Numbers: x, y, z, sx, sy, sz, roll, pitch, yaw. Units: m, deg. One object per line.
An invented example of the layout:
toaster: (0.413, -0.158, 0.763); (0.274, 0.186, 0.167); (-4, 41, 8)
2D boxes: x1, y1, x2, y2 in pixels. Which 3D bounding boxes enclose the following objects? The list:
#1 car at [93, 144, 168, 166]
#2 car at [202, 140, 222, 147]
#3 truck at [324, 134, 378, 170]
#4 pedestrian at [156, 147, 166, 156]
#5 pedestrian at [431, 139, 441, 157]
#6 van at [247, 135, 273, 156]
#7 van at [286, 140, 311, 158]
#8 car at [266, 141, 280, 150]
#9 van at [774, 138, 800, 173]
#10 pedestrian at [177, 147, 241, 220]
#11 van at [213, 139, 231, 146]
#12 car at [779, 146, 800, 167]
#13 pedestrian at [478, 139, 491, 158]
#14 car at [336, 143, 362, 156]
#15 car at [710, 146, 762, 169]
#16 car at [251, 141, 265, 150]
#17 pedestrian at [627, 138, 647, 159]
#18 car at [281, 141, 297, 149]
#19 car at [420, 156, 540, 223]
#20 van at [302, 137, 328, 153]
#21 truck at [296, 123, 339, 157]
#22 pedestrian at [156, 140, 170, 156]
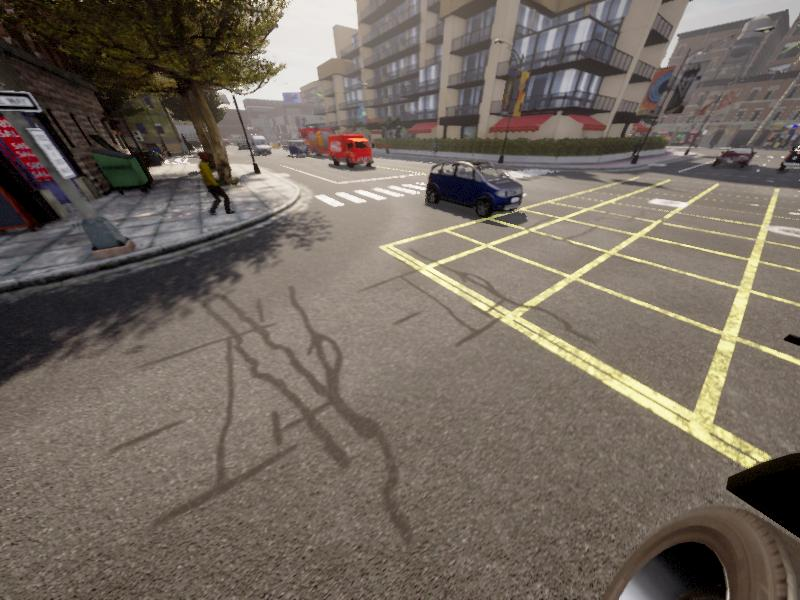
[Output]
car: (-28.411, -15.552, 24.642); (4.553, 1.767, 2.097); (-20, 40, -26)
car: (-62.048, -51.746, 76.398); (4.856, 1.649, 2.033); (-22, 41, -28)
truck: (-4.585, -13.865, 21.476); (2.627, 2.467, 5.204); (-23, 41, -29)
pedestrian: (-34.521, -21.462, 33.374); (0.500, 1.100, 0.500); (21, 40, 27)
pedestrian: (4.525, -19.066, 29.015); (0.751, 1.860, 0.751); (-17, 39, -23)
van: (-22.064, -24.322, 36.394); (1.988, 2.561, 5.915); (-23, 41, -28)
van: (-14.416, -21.465, 32.761); (1.775, 1.987, 4.442); (-23, 41, -28)
car: (-31.454, -38.241, 57.087); (1.801, 1.575, 5.366); (-23, 41, -28)
van: (31.073, -10.993, 17.503); (4.480, 2.038, 2.069); (-23, 41, -28)
pedestrian: (-5.799, -3.566, 7.095); (0.751, 1.860, 0.751); (29, 44, 34)
van: (-61.651, -54.540, 80.023); (4.480, 2.038, 2.069); (-22, 41, -28)
car: (36.335, -12.936, 20.740); (4.674, 1.442, 1.812); (-23, 41, -28)
pedestrian: (10.177, -18.269, 27.841); (0.751, 1.860, 0.751); (-25, 42, -31)
car: (-7.864, -22.963, 35.236); (2.007, 1.525, 4.514); (-23, 41, -28)
car: (29.536, -12.591, 20.302); (4.674, 1.442, 1.812); (-23, 41, -28)
car: (-33.301, -36.257, 54.297); (1.851, 1.617, 3.988); (-23, 41, -28)
pedestrian: (25.521, -16.284, 24.906); (0.751, 1.860, 0.751); (-27, 43, -32)
car: (-27.819, -38.838, 57.822); (1.930, 1.638, 5.238); (-23, 41, -28)
car: (2.675, -4.293, 8.625); (1.789, 1.549, 3.705); (-23, 42, -29)
van: (-16.531, -30.202, 44.795); (2.351, 2.431, 6.366); (-23, 41, -28)
truck: (-12.704, -24.301, 35.178); (2.891, 3.827, 8.468); (-23, 41, -28)
pedestrian: (-35.301, -22.665, 34.427); (0.751, 1.860, 0.751); (-23, 41, -29)
